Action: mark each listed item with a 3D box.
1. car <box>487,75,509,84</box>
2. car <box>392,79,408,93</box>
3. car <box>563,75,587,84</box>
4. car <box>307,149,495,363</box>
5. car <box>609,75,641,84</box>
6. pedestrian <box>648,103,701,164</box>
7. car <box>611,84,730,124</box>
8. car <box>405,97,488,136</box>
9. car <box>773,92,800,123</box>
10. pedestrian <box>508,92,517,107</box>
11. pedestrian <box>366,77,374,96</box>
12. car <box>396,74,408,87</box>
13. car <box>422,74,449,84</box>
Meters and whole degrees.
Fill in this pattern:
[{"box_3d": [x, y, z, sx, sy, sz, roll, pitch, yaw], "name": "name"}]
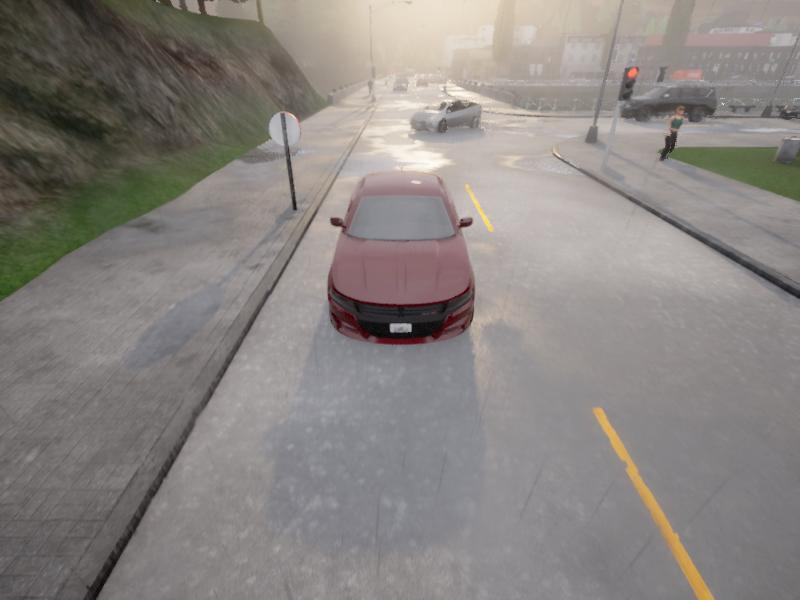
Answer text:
[{"box_3d": [20.065, -45.270, 82.048, 3.988, 1.617, 1.851, 0, 30, 0], "name": "car"}, {"box_3d": [0.020, -29.118, 54.427, 2.038, 1.542, 4.974, 0, 30, 0], "name": "car"}, {"box_3d": [35.851, -45.269, 82.056, 3.988, 1.617, 1.851, 0, 30, 0], "name": "car"}, {"box_3d": [0.023, -1.191, 6.547, 1.882, 1.535, 5.008, 0, 31, 0], "name": "car"}, {"box_3d": [46.071, -45.284, 82.052, 5.238, 1.638, 1.930, 0, 30, 0], "name": "car"}, {"box_3d": [9.391, -5.727, 13.754, 0.751, 1.860, 0.751, 0, 30, 0], "name": "pedestrian"}, {"box_3d": [16.859, -12.385, 25.235, 5.566, 2.045, 2.150, 0, 30, 0], "name": "car"}, {"box_3d": [2.554, -10.042, 21.733, 4.514, 1.525, 2.007, -26, 39, -37], "name": "car"}, {"box_3d": [26.746, -12.190, 25.347, 3.988, 1.617, 1.851, 0, 30, 0], "name": "car"}, {"box_3d": [9.384, -16.706, 33.310, 0.500, 1.100, 0.500, 0, 30, 0], "name": "pedestrian"}, {"box_3d": [-3.386, -24.283, 45.554, 0.751, 1.860, 0.751, 1, 30, 2], "name": "pedestrian"}, {"box_3d": [0.360, -38.799, 70.663, 1.905, 1.878, 3.866, 2, 30, 4], "name": "car"}, {"box_3d": [7.357, -45.847, 83.013, 5.027, 1.651, 2.152, 11, 32, 18], "name": "car"}]
